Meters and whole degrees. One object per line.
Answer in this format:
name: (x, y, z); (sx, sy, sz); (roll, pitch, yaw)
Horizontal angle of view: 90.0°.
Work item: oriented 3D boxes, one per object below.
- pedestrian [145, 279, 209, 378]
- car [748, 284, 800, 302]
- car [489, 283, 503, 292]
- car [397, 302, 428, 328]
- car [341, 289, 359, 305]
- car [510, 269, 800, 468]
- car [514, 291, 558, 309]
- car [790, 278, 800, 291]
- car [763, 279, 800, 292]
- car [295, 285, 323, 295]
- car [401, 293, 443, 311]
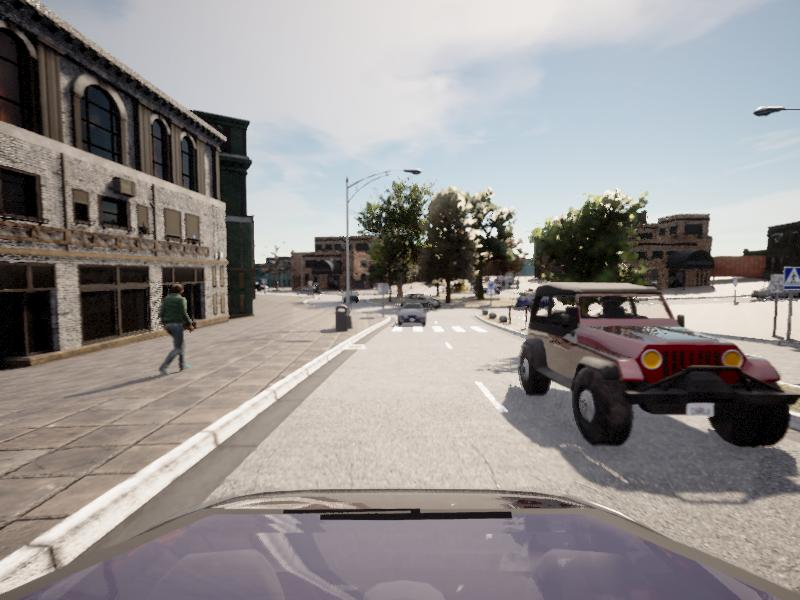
pedestrian: (-4.444, 0.515, 8.006); (0.751, 1.860, 0.751); (2, 4, 22)
car: (40.000, -0.719, 41.890); (4.902, 1.511, 2.128); (-4, 3, 18)
car: (19.142, -2.549, 80.027); (1.882, 1.535, 5.008); (0, 5, 3)
car: (0.825, 0.881, 25.518); (1.816, 1.474, 4.193); (0, 0, 3)
car: (-6.411, -0.472, 50.872); (1.930, 1.638, 5.238); (-1, 5, -9)
car: (3.030, 0.652, 5.725); (1.905, 1.878, 3.866); (0, 0, 1)
car: (14.873, -0.053, 43.773); (4.553, 1.767, 2.097); (-2, 5, -32)
car: (51.879, -1.974, 49.559); (2.163, 1.488, 4.792); (-4, 2, -3)
car: (49.066, -1.784, 50.469); (2.002, 1.452, 4.674); (-4, 2, -3)
car: (-16.066, -1.804, 70.427); (5.238, 1.638, 1.930); (2, 5, 37)
car: (2.262, 0.183, 41.586); (3.988, 1.617, 1.851); (2, 4, 22)
